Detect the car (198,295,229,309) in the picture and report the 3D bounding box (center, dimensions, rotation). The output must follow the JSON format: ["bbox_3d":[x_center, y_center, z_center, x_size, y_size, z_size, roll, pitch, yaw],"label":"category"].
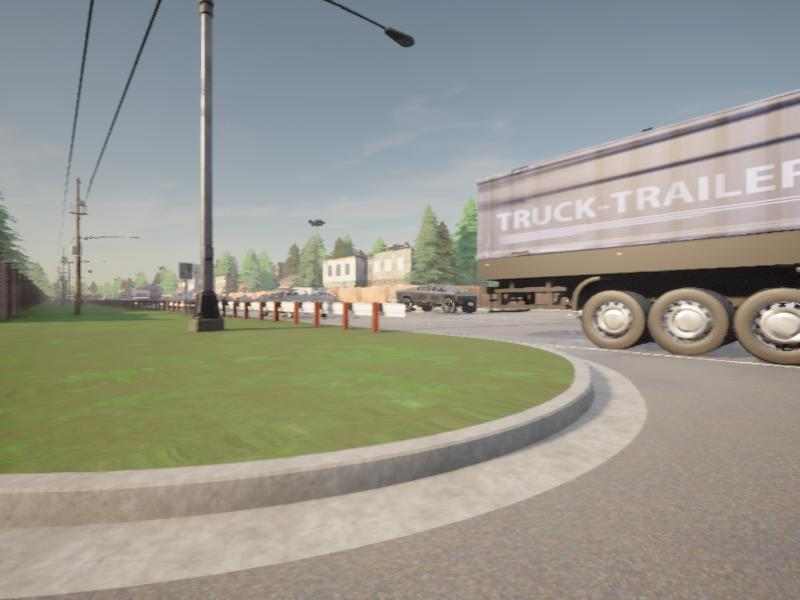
[{"bbox_3d":[-20.767,0.205,44.409,1.837,1.490,4.892,0,0,-41],"label":"car"}]

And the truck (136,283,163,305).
[{"bbox_3d":[-46.208,-0.993,73.656,2.891,3.827,8.468,0,0,-41],"label":"truck"}]

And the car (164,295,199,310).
[{"bbox_3d":[-22.512,0.213,41.082,2.163,1.488,4.792,0,0,-41],"label":"car"}]

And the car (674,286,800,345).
[{"bbox_3d":[9.569,0.340,9.526,1.895,1.301,4.718,0,0,-41],"label":"car"}]

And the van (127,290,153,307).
[{"bbox_3d":[-39.340,-0.284,60.430,2.351,2.431,6.366,0,0,-41],"label":"van"}]

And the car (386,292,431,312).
[{"bbox_3d":[0.721,0.163,35.697,1.851,1.617,3.988,0,0,-41],"label":"car"}]

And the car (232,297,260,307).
[{"bbox_3d":[-21.622,0.247,56.058,2.033,1.411,5.357,0,0,-41],"label":"car"}]

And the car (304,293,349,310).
[{"bbox_3d":[-7.368,0.140,39.669,1.930,1.638,5.238,0,0,-41],"label":"car"}]

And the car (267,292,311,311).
[{"bbox_3d":[-10.580,0.125,38.028,2.242,1.667,4.611,0,0,-41],"label":"car"}]

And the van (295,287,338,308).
[{"bbox_3d":[-10.154,-0.261,48.202,2.351,2.431,6.366,0,0,-41],"label":"van"}]

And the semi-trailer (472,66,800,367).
[{"bbox_3d":[7.650,-1.220,5.873,2.717,4.402,14.254,0,0,-42],"label":"semi-trailer"}]

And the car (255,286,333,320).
[{"bbox_3d":[-5.974,0.163,22.064,2.152,1.651,5.027,0,0,-41],"label":"car"}]

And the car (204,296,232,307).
[{"bbox_3d":[-24.680,0.247,54.240,2.033,1.411,5.357,0,0,-41],"label":"car"}]

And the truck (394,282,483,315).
[{"bbox_3d":[2.545,-0.077,28.268,2.390,2.098,6.274,0,0,-41],"label":"truck"}]

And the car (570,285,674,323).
[{"bbox_3d":[10.493,0.177,19.126,1.851,1.617,3.988,0,0,-41],"label":"car"}]
